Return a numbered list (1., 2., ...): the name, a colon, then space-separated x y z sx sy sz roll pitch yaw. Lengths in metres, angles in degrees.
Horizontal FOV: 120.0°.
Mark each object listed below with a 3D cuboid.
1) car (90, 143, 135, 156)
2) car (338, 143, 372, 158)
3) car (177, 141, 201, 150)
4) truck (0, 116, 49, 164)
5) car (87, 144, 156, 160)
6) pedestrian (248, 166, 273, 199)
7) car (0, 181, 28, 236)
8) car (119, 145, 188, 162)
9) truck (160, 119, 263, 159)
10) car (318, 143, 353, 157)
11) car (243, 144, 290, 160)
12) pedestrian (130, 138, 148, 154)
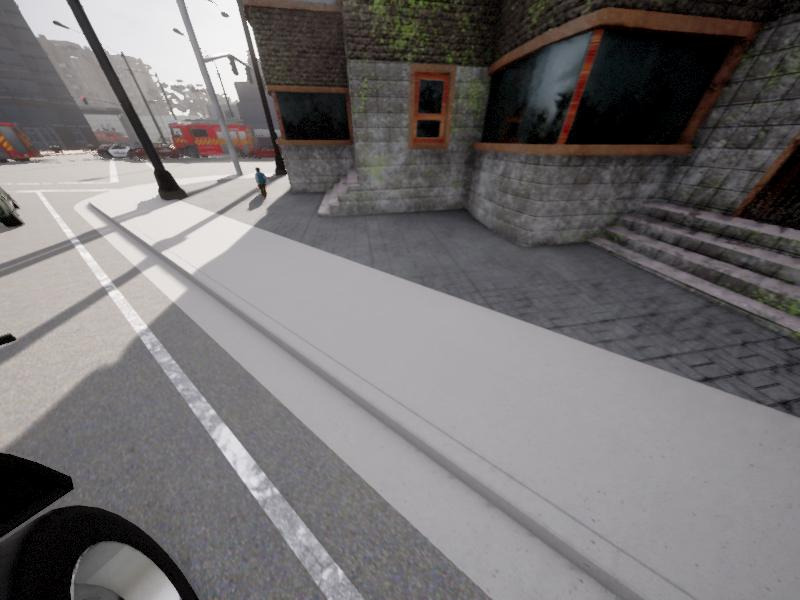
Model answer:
1. car: -42.363 -22.346 34.238 1.994 1.385 4.181 -7 36 -10
2. car: -5.471 -18.376 28.355 3.806 1.475 1.970 -6 36 -8
3. car: -45.615 -33.623 50.155 1.816 1.474 4.193 -5 35 -7
4. truck: -42.502 -15.561 22.498 8.468 3.827 2.891 -6 36 -8
5. car: -33.165 -17.805 27.698 4.974 1.542 2.038 -2 35 -3
6. pedestrian: -5.544 -4.697 9.218 0.500 1.100 0.500 -20 40 -27
7. car: -13.591 -3.230 6.656 5.566 2.045 2.150 22 41 28
8. car: -26.705 -15.989 25.218 4.674 1.442 1.812 -8 36 -11
9. truck: -22.432 -19.602 28.258 8.468 3.827 2.891 -6 36 -8
10. car: -8.504 -20.046 30.880 4.181 1.385 1.994 -6 36 -8
11. car: -15.498 -17.289 26.996 4.193 1.474 1.816 -6 36 -8
12. pedestrian: -38.159 -22.511 33.770 0.751 1.860 0.751 -3 35 -4
